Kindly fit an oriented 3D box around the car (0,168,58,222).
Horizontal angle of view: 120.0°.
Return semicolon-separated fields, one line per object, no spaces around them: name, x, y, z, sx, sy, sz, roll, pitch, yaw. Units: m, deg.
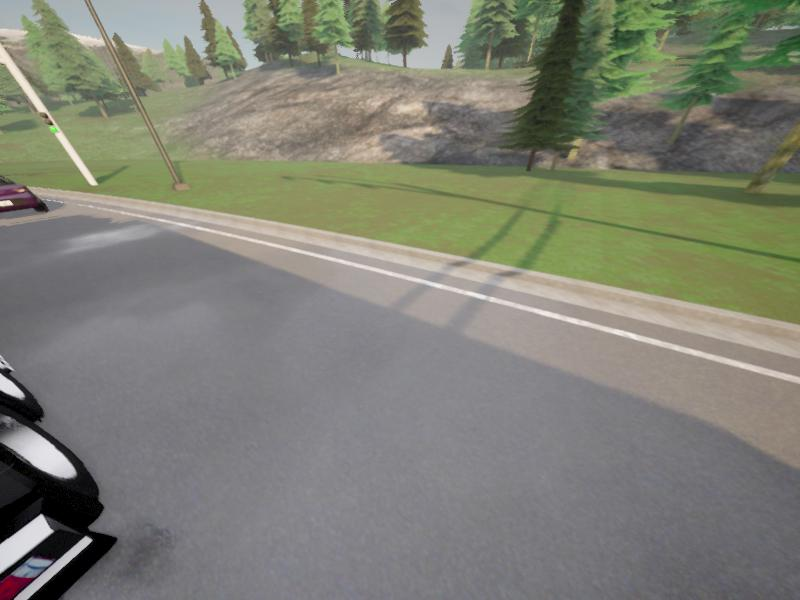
car;-15.635;-3.966;8.562;4.193;1.474;1.816;13;37;18

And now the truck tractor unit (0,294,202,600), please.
truck tractor unit;-5.166;-0.241;0.707;6.516;4.208;3.053;16;38;22
